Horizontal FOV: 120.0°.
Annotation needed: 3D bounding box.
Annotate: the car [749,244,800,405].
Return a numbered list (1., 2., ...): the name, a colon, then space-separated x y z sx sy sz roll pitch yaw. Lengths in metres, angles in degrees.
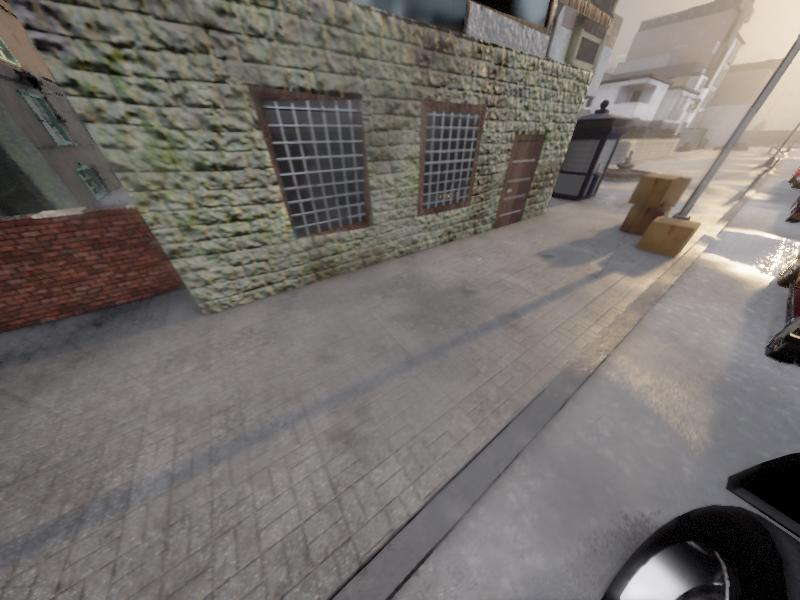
1. car: 6.376 0.054 2.677 4.718 1.301 1.895 -22 41 -28

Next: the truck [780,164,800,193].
1. truck: 21.746 -6.665 11.062 5.204 2.467 2.627 -22 41 -28

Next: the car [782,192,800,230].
1. car: 13.795 -2.990 6.870 4.181 1.385 1.994 -22 41 -28
